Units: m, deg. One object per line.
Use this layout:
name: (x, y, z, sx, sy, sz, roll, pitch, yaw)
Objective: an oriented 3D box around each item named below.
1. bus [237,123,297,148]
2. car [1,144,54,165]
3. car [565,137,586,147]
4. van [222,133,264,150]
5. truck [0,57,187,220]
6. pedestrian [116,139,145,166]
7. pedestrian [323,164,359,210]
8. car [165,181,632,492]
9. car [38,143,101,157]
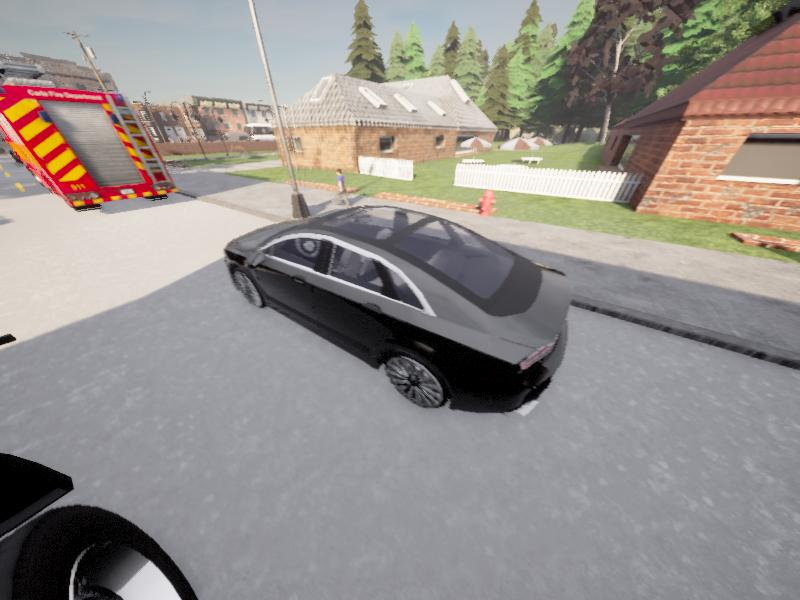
bus: (-29.239, -36.723, 51.573, 3.944, 4.253, 10.273, 21, 41, 27)
car: (-36.233, -14.193, 22.472, 3.806, 1.475, 1.970, 21, 40, 26)
car: (44.773, -40.322, 58.932, 3.866, 1.878, 1.905, 21, 41, 27)
van: (-30.412, -30.956, 44.983, 1.988, 2.561, 5.915, 21, 41, 27)
truck: (-13.052, -6.213, 9.271, 8.468, 3.827, 2.891, 21, 41, 27)
pedestrian: (-22.511, -12.376, 19.365, 0.751, 1.860, 0.751, -22, 41, -28)
pedestrian: (-2.023, -3.953, 8.047, 0.751, 1.300, 0.751, 17, 39, 22)
car: (-0.542, -0.435, 3.167, 4.902, 1.511, 2.128, 21, 41, 27)
car: (-42.764, -19.559, 30.074, 1.994, 1.385, 4.181, 4, 36, 7)
